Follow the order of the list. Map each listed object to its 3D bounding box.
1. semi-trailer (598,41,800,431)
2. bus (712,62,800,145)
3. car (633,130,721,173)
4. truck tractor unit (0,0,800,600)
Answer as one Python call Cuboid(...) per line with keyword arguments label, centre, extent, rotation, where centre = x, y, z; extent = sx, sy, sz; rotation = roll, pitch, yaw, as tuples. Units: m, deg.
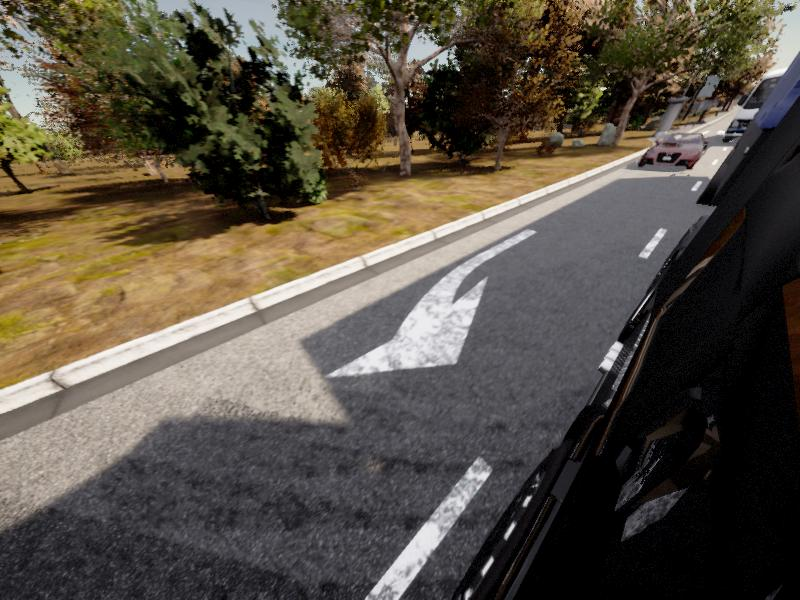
Cuboid(label="semi-trailer", centre=(8.688, -3.616, 4.233), extent=(14.254, 4.402, 2.717), rotation=(-28, 44, -30))
Cuboid(label="bus", centre=(29.305, -14.936, 17.763), extent=(10.273, 4.253, 3.944), rotation=(-27, 42, -28))
Cuboid(label="car", centre=(13.985, -7.577, 11.664), extent=(4.181, 1.385, 1.994), rotation=(-28, 44, -30))
Cuboid(label="truck tractor unit", centre=(2.645, -0.295, 0.351), extent=(6.516, 4.208, 3.053), rotation=(-28, 44, -30))
